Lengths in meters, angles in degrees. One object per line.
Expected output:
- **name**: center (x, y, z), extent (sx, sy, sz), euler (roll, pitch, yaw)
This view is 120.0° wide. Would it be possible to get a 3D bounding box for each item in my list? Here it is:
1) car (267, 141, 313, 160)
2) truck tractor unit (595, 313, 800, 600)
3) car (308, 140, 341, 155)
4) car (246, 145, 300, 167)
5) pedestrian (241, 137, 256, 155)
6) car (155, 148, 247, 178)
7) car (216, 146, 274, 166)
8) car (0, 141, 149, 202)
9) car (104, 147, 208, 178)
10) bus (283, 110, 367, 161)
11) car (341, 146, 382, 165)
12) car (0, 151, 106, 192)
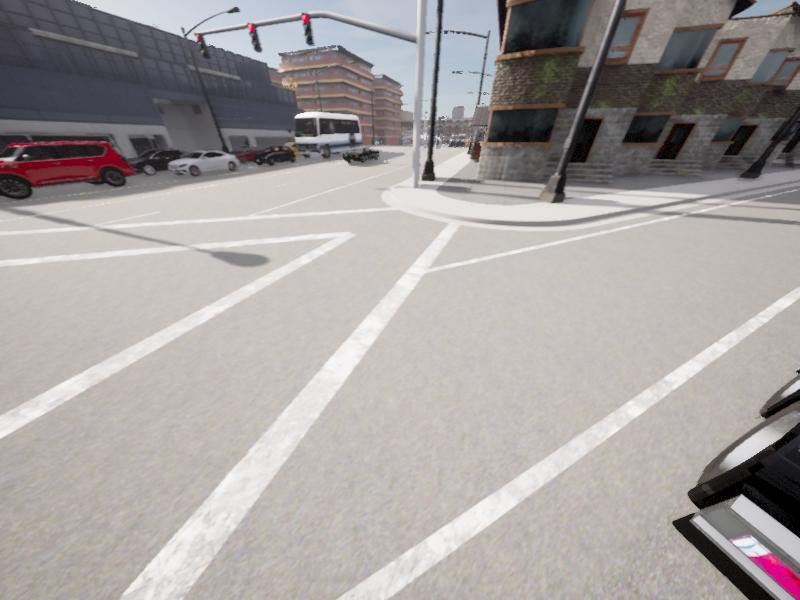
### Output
- **car**: center (-12.877, -17.899, 27.547), extent (1.882, 1.535, 5.008), euler (12, 38, 17)
- **truck tractor unit**: center (5.192, -0.210, 0.656), extent (6.516, 4.208, 3.053), euler (-15, 38, -20)
- **car**: center (-10.509, -21.635, 32.668), extent (1.812, 1.442, 4.674), euler (13, 38, 17)
- **car**: center (-11.808, -13.682, 21.825), extent (1.816, 1.474, 4.193), euler (12, 38, 17)
- **pedestrian**: center (-18.946, -19.300, 28.924), extent (0.751, 1.860, 0.751), euler (4, 35, 5)
- **car**: center (-14.120, -10.071, 16.850), extent (1.812, 1.442, 4.674), euler (12, 37, 17)
- **car**: center (-15.099, -14.312, 22.792), extent (1.994, 1.385, 4.181), euler (13, 38, 18)
- **car**: center (-16.689, -6.374, 11.092), extent (2.150, 2.045, 5.566), euler (12, 37, 17)
- **car**: center (-17.694, -10.351, 17.198), extent (1.837, 1.490, 4.892), euler (12, 37, 17)
- **bus**: center (-8.304, -20.133, 28.253), extent (3.944, 4.253, 10.273), euler (12, 38, 17)
- **car**: center (-3.720, -14.582, 23.179), extent (1.895, 1.301, 4.718), euler (12, 38, 17)
- **car**: center (-19.981, -6.872, 12.225), extent (1.882, 1.535, 5.008), euler (12, 37, 17)
